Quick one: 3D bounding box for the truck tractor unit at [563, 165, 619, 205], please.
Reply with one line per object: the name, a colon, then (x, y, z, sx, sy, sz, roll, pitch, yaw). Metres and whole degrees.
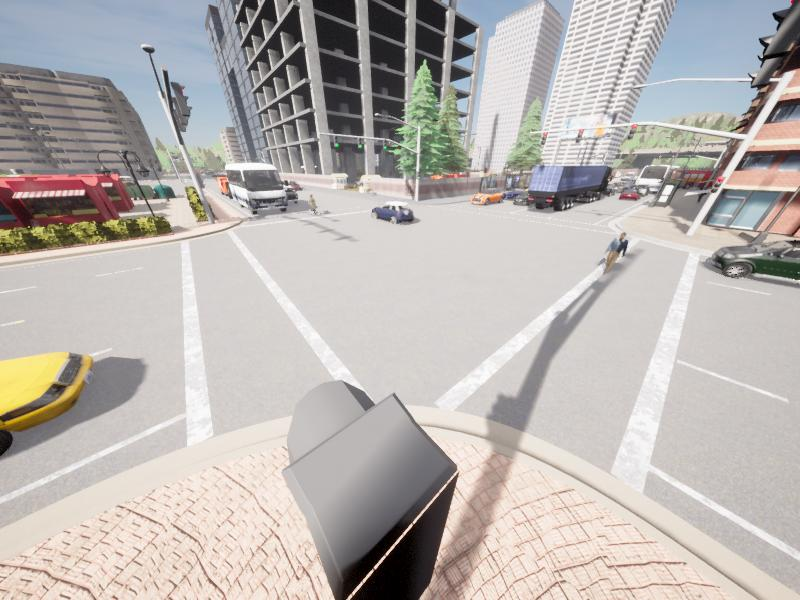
truck tractor unit: (24.840, -15.169, 30.064, 6.516, 4.208, 3.053, -23, 37, -34)

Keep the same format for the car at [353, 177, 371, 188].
car: (-8.128, -24.929, 48.916, 1.905, 1.878, 3.866, -23, 37, -34)

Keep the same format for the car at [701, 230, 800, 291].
car: (14.964, -1.443, 8.845, 3.705, 1.549, 1.789, 23, 37, 34)

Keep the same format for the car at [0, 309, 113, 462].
car: (-8.178, 2.036, 2.900, 5.366, 1.575, 1.801, -22, 36, -33)

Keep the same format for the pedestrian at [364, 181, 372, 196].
pedestrian: (-4.719, -16.665, 34.547, 0.751, 1.860, 0.751, -25, 38, -36)

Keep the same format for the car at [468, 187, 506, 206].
car: (10.696, -12.768, 28.325, 4.553, 1.767, 2.097, -23, 37, -34)

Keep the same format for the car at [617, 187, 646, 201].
car: (32.365, -14.788, 32.251, 4.181, 1.385, 1.994, -24, 38, -35)

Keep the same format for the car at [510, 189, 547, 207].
car: (15.622, -12.414, 28.014, 4.892, 1.490, 1.837, -23, 37, -34)

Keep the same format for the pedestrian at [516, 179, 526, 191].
pedestrian: (21.895, -20.799, 41.816, 0.751, 1.860, 0.751, -16, 34, -26)

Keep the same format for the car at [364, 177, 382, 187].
car: (-5.875, -25.875, 50.553, 1.905, 1.878, 3.866, -23, 37, -34)

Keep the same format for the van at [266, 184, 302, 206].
van: (-14.139, -12.869, 28.144, 2.069, 2.038, 4.480, -26, 39, -38)

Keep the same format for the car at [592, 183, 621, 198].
car: (32.536, -17.274, 36.284, 5.238, 1.638, 1.930, -23, 37, -34)

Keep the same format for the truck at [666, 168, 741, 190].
truck: (61.357, -24.761, 47.069, 8.468, 3.827, 2.891, 6, 31, 11)

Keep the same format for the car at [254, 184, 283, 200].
car: (-18.829, -15.486, 33.095, 2.152, 1.651, 5.027, -23, 37, -34)

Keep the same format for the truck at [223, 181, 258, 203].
truck: (-21.586, -14.612, 31.105, 2.390, 2.098, 6.274, -23, 37, -34)

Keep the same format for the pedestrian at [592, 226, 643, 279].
pedestrian: (8.727, -1.921, 9.327, 0.751, 1.860, 0.751, -21, 36, -32)

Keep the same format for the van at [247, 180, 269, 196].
van: (-22.874, -18.026, 37.131, 1.775, 1.987, 4.442, -23, 37, -34)

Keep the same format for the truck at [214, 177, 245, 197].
truck: (-26.810, -17.851, 36.338, 2.627, 2.467, 5.204, -23, 37, -34)

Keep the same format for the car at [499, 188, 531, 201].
car: (16.067, -14.798, 32.341, 4.718, 1.301, 1.895, -23, 37, -34)

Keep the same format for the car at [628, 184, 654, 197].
car: (37.711, -17.139, 36.085, 3.988, 1.617, 1.851, -23, 37, -34)

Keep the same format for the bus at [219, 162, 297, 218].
bus: (-14.921, -11.711, 23.927, 3.944, 4.253, 10.273, -23, 37, -34)

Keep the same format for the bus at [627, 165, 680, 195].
bus: (44.604, -21.247, 40.556, 10.273, 4.253, 3.944, -23, 37, -34)

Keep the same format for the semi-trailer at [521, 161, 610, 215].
semi-trailer: (18.774, -12.717, 25.615, 14.254, 4.402, 2.717, -23, 37, -34)

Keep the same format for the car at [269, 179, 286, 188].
car: (-27.047, -25.695, 50.862, 1.882, 1.535, 5.008, -23, 37, -34)

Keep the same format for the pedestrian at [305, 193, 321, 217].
pedestrian: (-7.840, -8.563, 20.827, 0.751, 1.860, 0.751, 10, 32, 17)

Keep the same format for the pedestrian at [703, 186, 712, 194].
pedestrian: (50.753, -18.220, 38.144, 0.500, 1.100, 0.500, -20, 36, -31)

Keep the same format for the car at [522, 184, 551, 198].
car: (21.384, -17.126, 36.131, 5.008, 1.535, 1.882, -23, 37, -34)

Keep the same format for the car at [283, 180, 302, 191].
car: (-20.664, -21.969, 44.340, 1.851, 1.617, 3.988, -23, 37, -34)

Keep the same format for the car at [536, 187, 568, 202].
car: (21.150, -14.728, 32.022, 4.892, 1.490, 1.837, -23, 37, -34)

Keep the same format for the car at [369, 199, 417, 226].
car: (-0.654, -7.401, 19.333, 1.970, 1.475, 3.806, -23, 37, -34)

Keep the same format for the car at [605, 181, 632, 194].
car: (38.199, -19.654, 40.376, 4.611, 1.667, 2.242, -23, 37, -34)
